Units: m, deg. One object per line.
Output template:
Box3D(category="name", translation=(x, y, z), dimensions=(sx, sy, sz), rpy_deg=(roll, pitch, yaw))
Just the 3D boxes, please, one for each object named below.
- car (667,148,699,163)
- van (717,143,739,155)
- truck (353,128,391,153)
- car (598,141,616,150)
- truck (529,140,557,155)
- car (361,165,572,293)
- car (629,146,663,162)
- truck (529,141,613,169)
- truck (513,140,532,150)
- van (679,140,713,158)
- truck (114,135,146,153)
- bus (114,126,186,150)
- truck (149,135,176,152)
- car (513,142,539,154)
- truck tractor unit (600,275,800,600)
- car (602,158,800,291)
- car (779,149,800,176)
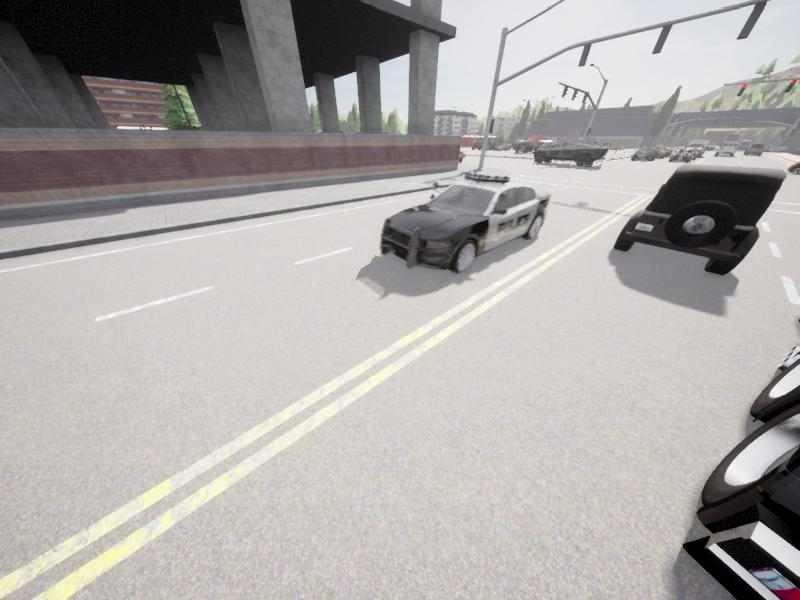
Box3D(category="car", translation=(37.164, -19.028, 30.303), dimensions=(3.806, 1.475, 1.970), rpy_deg=(-26, 42, -32))
Box3D(category="van", translation=(66.779, -30.812, 46.998), dimensions=(4.442, 1.987, 1.775), rpy_deg=(-26, 42, -32))
Box3D(category="truck", translation=(-5.671, -31.635, 45.933), dimensions=(2.891, 3.827, 8.468), rpy_deg=(-26, 43, -32))
Box3D(category="car", translation=(54.877, -40.938, 61.270), dimensions=(4.605, 1.855, 1.932), rpy_deg=(-25, 42, -32))
Box3D(category="truck", translation=(25.105, -26.817, 40.607), dimensions=(4.478, 2.038, 2.069), rpy_deg=(-25, 42, -32))
Box3D(category="car", translation=(1.865, -2.178, 5.702), dimensions=(5.238, 1.638, 1.930), rpy_deg=(-26, 42, -32))
Box3D(category="car", translation=(33.709, -20.051, 31.617), dimensions=(4.856, 1.649, 2.033), rpy_deg=(-26, 42, -32))
Box3D(category="truck", translation=(17.529, -15.272, 24.142), dimensions=(2.390, 2.098, 6.274), rpy_deg=(-26, 43, -33))
Box3D(category="truck", translation=(32.334, -40.941, 60.940), dimensions=(4.478, 2.038, 2.069), rpy_deg=(-25, 42, -32))
Box3D(category="van", translation=(49.348, -25.257, 38.508), dimensions=(6.366, 2.431, 2.351), rpy_deg=(-26, 42, -32))
Box3D(category="truck", translation=(-47.488, -27.605, 40.835), dimensions=(2.615, 2.467, 5.204), rpy_deg=(-25, 42, -32))
Box3D(category="bus", translation=(-57.479, -37.565, 53.772), dimensions=(10.273, 4.253, 3.944), rpy_deg=(-25, 42, -32))
Box3D(category="truck", translation=(-44.188, -29.179, 43.119), dimensions=(2.615, 2.467, 5.204), rpy_deg=(-25, 42, -32))
Box3D(category="car", translation=(23.190, -27.988, 42.440), dimensions=(4.605, 1.855, 1.932), rpy_deg=(-25, 42, -32))
Box3D(category="truck tractor unit", translation=(5.129, -0.283, 0.755), dimensions=(6.516, 4.208, 3.053), rpy_deg=(-17, 39, -23))
Box3D(category="car", translation=(6.890, -2.069, 5.365), dimensions=(3.866, 1.878, 1.905), rpy_deg=(-26, 42, -32))
Box3D(category="car", translation=(33.077, -10.075, 17.093), dimensions=(2.097, 1.767, 4.553), rpy_deg=(-6, 35, -10))
